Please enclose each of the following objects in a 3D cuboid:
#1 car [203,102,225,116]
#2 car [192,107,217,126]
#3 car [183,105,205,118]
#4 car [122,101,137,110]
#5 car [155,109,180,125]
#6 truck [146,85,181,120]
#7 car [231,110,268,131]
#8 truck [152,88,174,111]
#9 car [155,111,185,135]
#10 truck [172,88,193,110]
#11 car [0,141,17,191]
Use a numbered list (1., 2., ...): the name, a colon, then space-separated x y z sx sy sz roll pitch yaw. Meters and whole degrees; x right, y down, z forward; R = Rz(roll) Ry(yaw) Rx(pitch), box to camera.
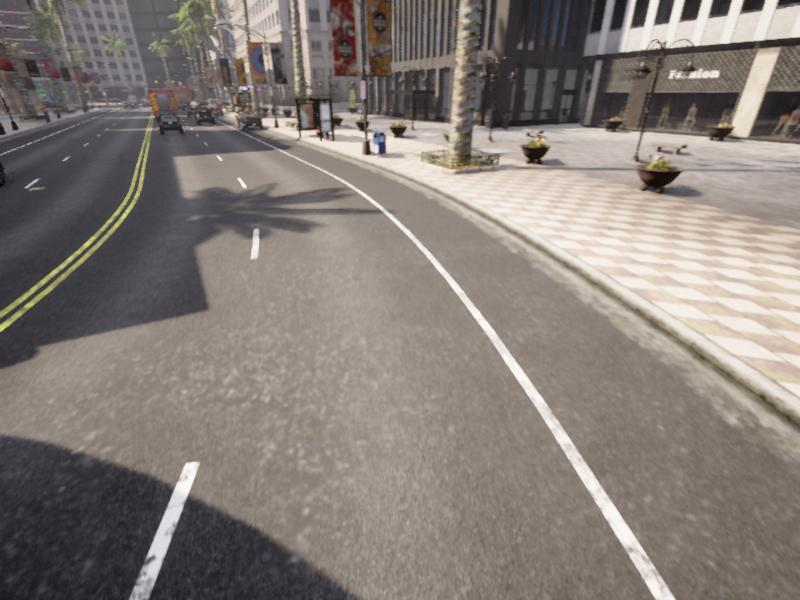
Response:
1. car: -28.023 -28.837 60.284 2.185 1.767 4.553 -14 31 -25
2. car: -21.098 -19.817 43.080 1.851 1.617 3.988 -14 31 -25
3. car: -28.349 -25.975 55.082 2.128 1.511 4.902 -14 30 -25
4. car: -60.398 -43.510 89.260 2.152 1.651 5.027 -14 30 -24
5. car: -25.530 -20.088 43.896 1.994 1.385 4.181 -14 31 -25
6. truck: -31.214 -26.041 52.729 2.891 3.827 8.468 -14 31 -25
7. car: -14.126 -16.831 37.357 2.231 1.521 4.892 -14 31 -25
8. truck: -47.837 -40.554 80.767 2.891 3.827 8.468 -14 30 -24
9. car: -19.515 -15.018 33.905 1.789 1.549 3.705 -14 31 -25
10. truck: -44.752 -41.328 82.227 2.891 3.827 8.468 -14 30 -24
11. car: -14.616 -4.171 12.465 2.150 2.045 5.566 -13 30 -23
